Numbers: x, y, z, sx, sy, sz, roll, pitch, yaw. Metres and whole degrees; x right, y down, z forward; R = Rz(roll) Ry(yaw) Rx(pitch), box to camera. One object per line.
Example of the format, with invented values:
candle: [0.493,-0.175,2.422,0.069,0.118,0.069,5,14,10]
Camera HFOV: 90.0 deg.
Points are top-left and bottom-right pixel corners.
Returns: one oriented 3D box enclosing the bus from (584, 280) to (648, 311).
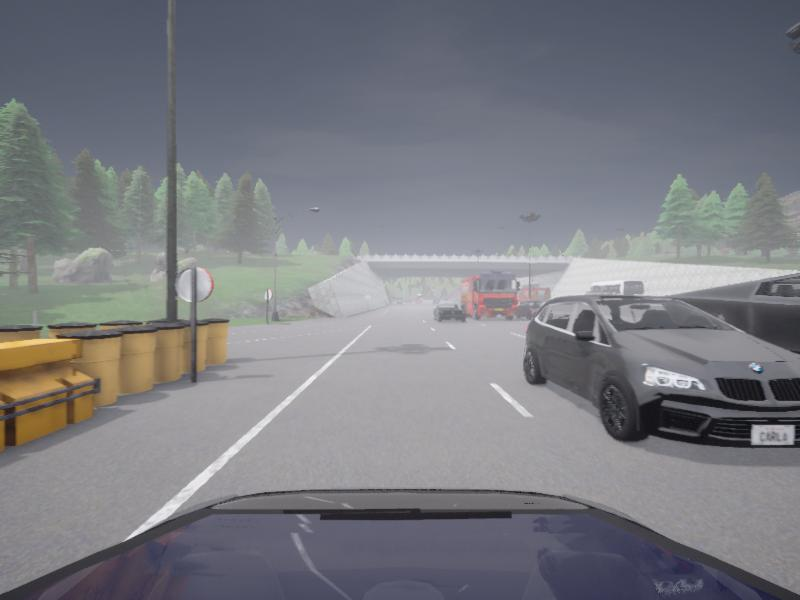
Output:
bus: [31.349,-0.625,58.800,3.944,4.253,10.273,0,0,0]

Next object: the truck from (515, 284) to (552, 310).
truck: [20.976,-0.419,63.414,2.891,3.827,8.468,0,0,0]

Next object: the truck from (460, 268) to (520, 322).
truck: [6.979,-0.372,32.394,2.891,3.827,8.468,0,0,0]

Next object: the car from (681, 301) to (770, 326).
car: [20.986,0.804,26.109,1.837,1.490,4.892,0,0,0]

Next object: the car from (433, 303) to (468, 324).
car: [3.485,0.899,28.495,1.895,1.301,4.718,0,0,0]

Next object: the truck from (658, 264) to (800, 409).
truck: [6.995,0.532,5.838,2.390,2.098,6.274,0,0,0]

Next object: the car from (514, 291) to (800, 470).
car: [3.494,0.746,6.019,2.242,1.667,4.611,0,0,0]

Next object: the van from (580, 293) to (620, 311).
van: [27.974,0.291,56.240,2.351,2.431,6.366,0,0,0]

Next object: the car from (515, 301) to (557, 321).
car: [10.485,0.805,31.217,1.816,1.474,4.193,0,0,0]

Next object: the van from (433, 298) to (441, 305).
van: [10.445,0.422,113.653,1.775,1.987,4.442,0,0,0]
